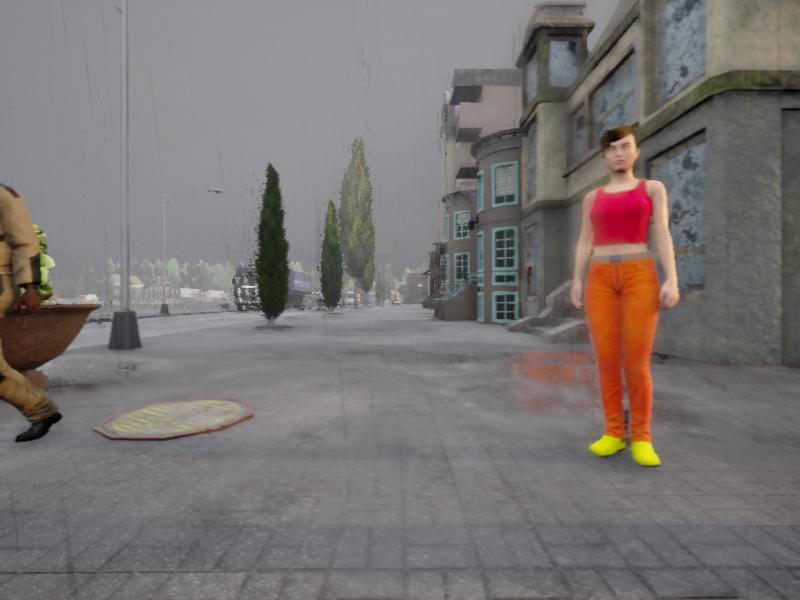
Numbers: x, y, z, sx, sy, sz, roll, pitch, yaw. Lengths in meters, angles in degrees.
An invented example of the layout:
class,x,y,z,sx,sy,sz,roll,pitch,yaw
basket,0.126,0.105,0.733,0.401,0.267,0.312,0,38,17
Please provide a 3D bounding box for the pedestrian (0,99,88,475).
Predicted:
class,x,y,z,sx,sy,sz,roll,pitch,yaw
pedestrian,-2.333,-0.063,2.133,0.751,1.860,0.751,0,0,11

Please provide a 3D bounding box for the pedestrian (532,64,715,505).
class,x,y,z,sx,sy,sz,roll,pitch,yaw
pedestrian,1.246,-0.067,2.216,0.751,1.860,0.751,0,0,41

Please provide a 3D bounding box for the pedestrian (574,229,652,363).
class,x,y,z,sx,sy,sz,roll,pitch,yaw
pedestrian,3.218,-0.056,6.078,0.751,1.860,0.751,0,0,-25

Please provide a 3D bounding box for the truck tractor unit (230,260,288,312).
class,x,y,z,sx,sy,sz,roll,pitch,yaw
truck tractor unit,-12.394,-1.111,35.834,3.053,4.208,6.516,0,0,-1

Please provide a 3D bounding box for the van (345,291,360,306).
class,x,y,z,sx,sy,sz,roll,pitch,yaw
van,-8.560,-0.269,73.092,1.988,2.561,5.915,0,0,0

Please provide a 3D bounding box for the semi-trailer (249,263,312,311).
class,x,y,z,sx,sy,sz,roll,pitch,yaw
semi-trailer,-12.478,-1.203,43.744,2.717,4.402,14.254,0,0,0

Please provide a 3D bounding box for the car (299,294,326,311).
class,x,y,z,sx,sy,sz,roll,pitch,yaw
car,-8.318,0.223,38.460,1.789,1.549,3.705,0,0,0
